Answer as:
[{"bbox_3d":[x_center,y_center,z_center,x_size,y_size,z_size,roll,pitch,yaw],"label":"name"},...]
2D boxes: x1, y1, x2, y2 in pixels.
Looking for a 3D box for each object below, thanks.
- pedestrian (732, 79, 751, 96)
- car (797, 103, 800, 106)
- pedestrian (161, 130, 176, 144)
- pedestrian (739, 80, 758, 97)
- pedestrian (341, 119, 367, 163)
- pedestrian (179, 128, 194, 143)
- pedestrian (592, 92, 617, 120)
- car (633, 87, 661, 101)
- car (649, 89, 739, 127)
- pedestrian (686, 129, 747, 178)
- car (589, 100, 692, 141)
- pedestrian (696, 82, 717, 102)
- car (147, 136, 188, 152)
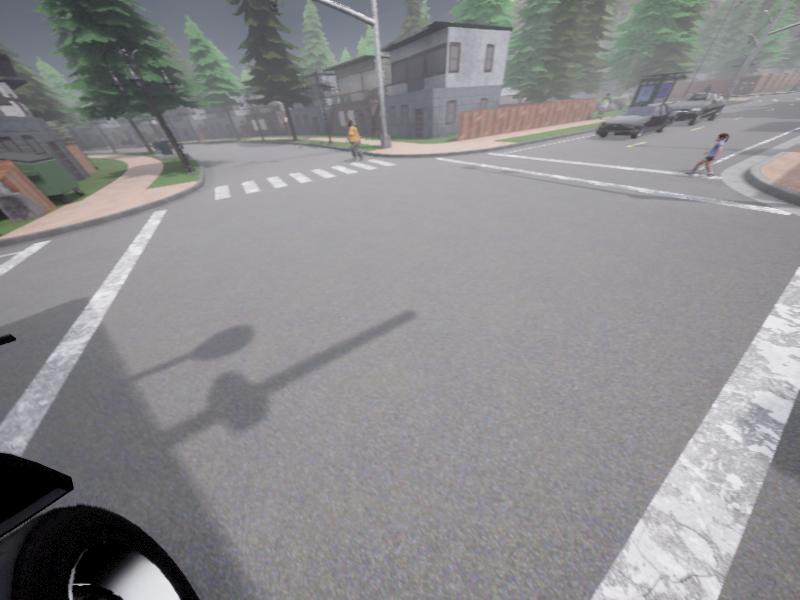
[{"bbox_3d":[52.809,-32.843,35.696,0.751,1.860,0.751,-26,44,-24],"label":"pedestrian"},{"bbox_3d":[37.257,-17.865,19.819,4.974,1.542,2.038,-23,43,-20],"label":"car"},{"bbox_3d":[-38.468,-27.125,38.411,0.751,1.860,0.751,22,47,29],"label":"pedestrian"},{"bbox_3d":[52.730,-32.059,34.994,0.751,1.860,0.751,-30,46,-27],"label":"pedestrian"},{"bbox_3d":[-2.439,-8.443,12.308,0.751,1.860,0.751,-27,44,-24],"label":"pedestrian"},{"bbox_3d":[-34.953,-26.994,37.886,0.751,1.860,0.751,8,41,15],"label":"pedestrian"},{"bbox_3d":[17.999,-17.069,20.353,0.751,1.860,0.751,-22,43,-20],"label":"pedestrian"},{"bbox_3d":[50.558,-42.263,47.346,4.605,1.855,1.932,-24,43,-22],"label":"car"},{"bbox_3d":[20.277,-13.270,15.994,5.027,1.651,2.152,-23,43,-21],"label":"car"},{"bbox_3d":[8.939,-4.155,6.565,0.500,1.100,0.500,-29,45,-26],"label":"pedestrian"},{"bbox_3d":[14.021,-10.520,13.515,5.357,1.411,2.033,-23,43,-20],"label":"car"},{"bbox_3d":[39.668,-26.908,29.940,0.751,1.860,0.751,-26,44,-23],"label":"pedestrian"},{"bbox_3d":[-29.535,-19.838,29.340,4.181,1.385,1.994,17,44,25],"label":"car"}]
